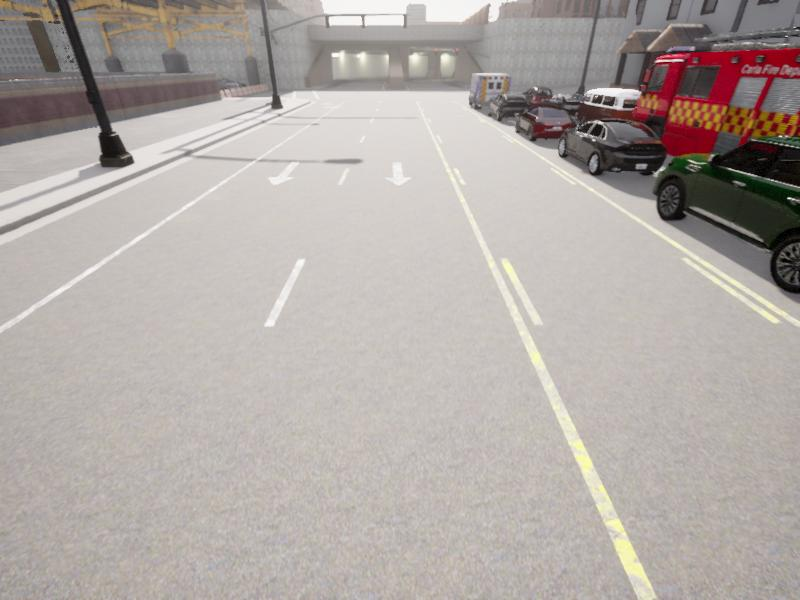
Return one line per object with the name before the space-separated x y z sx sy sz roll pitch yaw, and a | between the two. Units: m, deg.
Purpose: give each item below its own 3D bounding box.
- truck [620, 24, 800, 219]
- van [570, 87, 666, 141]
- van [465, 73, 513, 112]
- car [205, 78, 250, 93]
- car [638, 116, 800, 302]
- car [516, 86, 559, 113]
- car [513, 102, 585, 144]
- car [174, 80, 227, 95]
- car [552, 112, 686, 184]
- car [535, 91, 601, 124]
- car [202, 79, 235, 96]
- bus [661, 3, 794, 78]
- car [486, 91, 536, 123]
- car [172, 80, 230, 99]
truck | 10.492 -5.649 11.811 2.891 3.827 8.468 0 30 0
van | 10.481 -9.297 19.785 2.069 2.038 4.480 0 30 0
van | 6.980 -16.785 32.157 2.351 2.431 6.366 0 30 0
car | -22.012 -27.583 51.382 2.038 1.542 4.974 15 34 24
car | 6.992 -1.810 7.027 2.150 2.045 5.566 0 30 0
car | 10.479 -15.503 30.784 1.851 1.617 3.988 0 30 0
car | 6.962 -8.592 19.249 1.994 1.385 4.181 1 30 1
car | -21.240 -22.650 42.668 1.853 1.218 4.536 26 39 36
car | 6.987 -5.301 13.519 1.837 1.490 4.892 0 30 0
car | 10.472 -12.325 25.465 2.128 1.511 4.902 0 30 0
car | -21.218 -24.867 46.754 2.038 1.542 4.974 -21 36 -31
bus | 35.272 -28.148 43.755 10.273 4.253 3.944 -12 30 7
car | 6.978 -12.482 25.750 1.837 1.490 4.892 0 30 0
car | -21.204 -22.534 42.780 2.038 1.542 4.974 26 39 36
